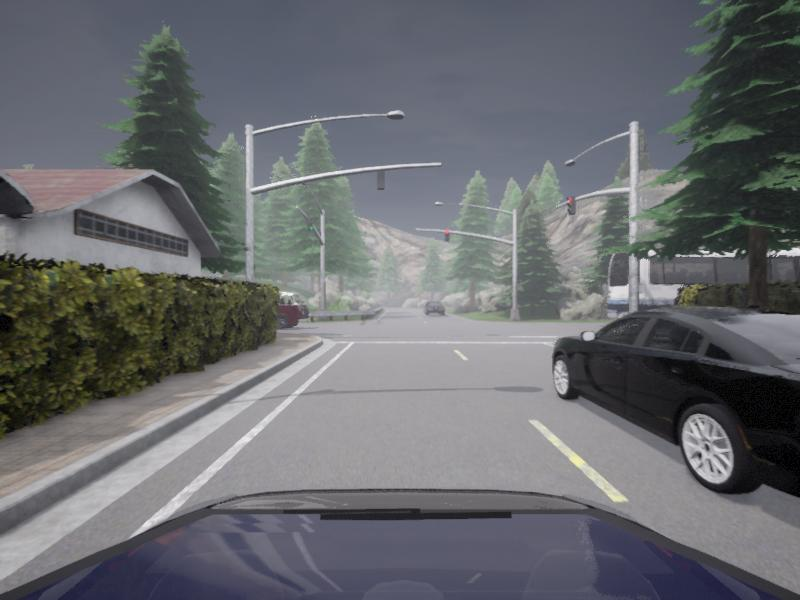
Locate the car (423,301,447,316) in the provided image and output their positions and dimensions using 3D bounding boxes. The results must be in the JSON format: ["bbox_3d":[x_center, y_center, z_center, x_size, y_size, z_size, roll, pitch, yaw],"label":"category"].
[{"bbox_3d":[3.497,0.865,41.250,2.033,1.411,5.357,0,0,0],"label":"car"}]

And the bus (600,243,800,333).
[{"bbox_3d":[16.673,-0.567,21.072,10.273,4.253,3.944,0,0,0],"label":"bus"}]

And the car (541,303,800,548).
[{"bbox_3d":[3.499,0.819,4.776,1.882,1.535,5.008,0,0,0],"label":"car"}]

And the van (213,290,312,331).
[{"bbox_3d":[-7.141,0.539,21.157,4.480,2.038,2.069,0,0,0],"label":"van"}]
